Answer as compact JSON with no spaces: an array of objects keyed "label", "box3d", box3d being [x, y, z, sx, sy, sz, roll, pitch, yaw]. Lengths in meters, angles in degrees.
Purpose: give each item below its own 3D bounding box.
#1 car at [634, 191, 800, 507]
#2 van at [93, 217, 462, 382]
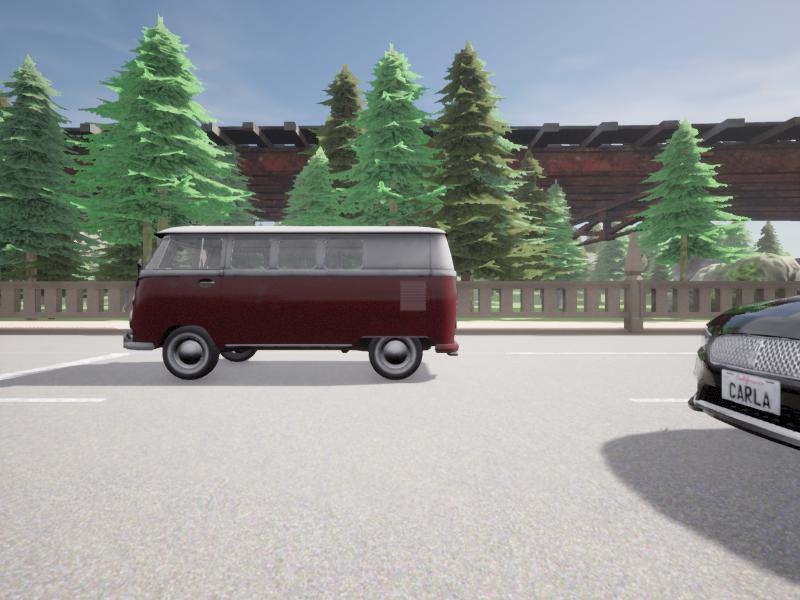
[{"label":"car","box3d":[4.363,0.237,2.200,4.902,1.511,2.128,0,0,0]},{"label":"van","box3d":[-1.470,-0.002,5.700,4.442,1.987,1.775,0,0,0]}]
